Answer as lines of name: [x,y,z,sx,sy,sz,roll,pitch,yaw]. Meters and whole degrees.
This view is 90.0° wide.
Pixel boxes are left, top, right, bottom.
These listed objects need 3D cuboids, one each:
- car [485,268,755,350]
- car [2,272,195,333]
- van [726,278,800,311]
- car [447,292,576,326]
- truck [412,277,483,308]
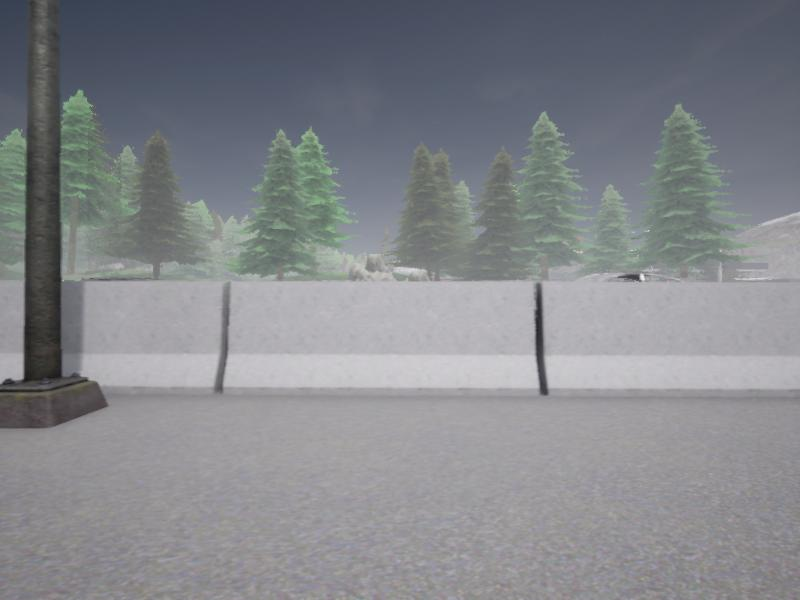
car: [4.699,0.186,9.194,5.027,1.651,2.152,0,0,0]
car: [-9.327,0.078,12.714,4.553,1.767,2.097,0,0,0]
van: [30.739,-0.425,33.484,1.988,2.561,5.915,0,0,0]
car: [4.354,0.349,16.194,4.718,1.301,1.895,0,0,0]
truck: [5.757,-0.918,49.878,8.468,3.827,2.891,0,0,0]
